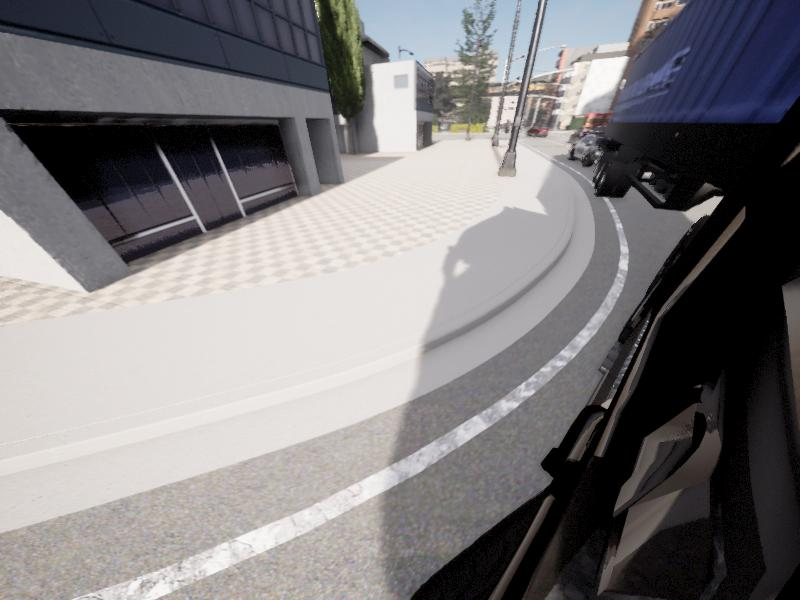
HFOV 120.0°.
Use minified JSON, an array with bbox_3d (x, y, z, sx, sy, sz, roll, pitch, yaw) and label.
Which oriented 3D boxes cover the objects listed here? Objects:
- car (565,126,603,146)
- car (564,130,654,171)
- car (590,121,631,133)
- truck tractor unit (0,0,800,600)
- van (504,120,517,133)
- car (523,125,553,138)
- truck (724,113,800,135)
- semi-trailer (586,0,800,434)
[{"bbox_3d":[19.235,-17.326,24.322,1.845,1.501,3.633,8,38,14],"label":"car"},{"bbox_3d":[11.474,-8.661,13.229,2.038,1.542,4.974,9,38,14],"label":"car"},{"bbox_3d":[39.924,-32.853,43.907,5.238,1.638,1.930,8,38,12],"label":"car"},{"bbox_3d":[2.645,-0.295,0.351,6.516,4.208,3.053,-28,44,-30],"label":"truck tractor unit"},{"bbox_3d":[28.449,-44.833,59.553,1.988,2.561,5.915,8,38,14],"label":"van"},{"bbox_3d":[22.597,-27.883,38.130,2.033,1.649,4.856,-2,37,-1],"label":"car"},{"bbox_3d":[48.317,-23.005,30.224,6.274,2.098,2.390,9,38,13],"label":"truck"},{"bbox_3d":[7.172,-4.337,5.304,2.717,4.402,14.254,19,42,25],"label":"semi-trailer"}]
